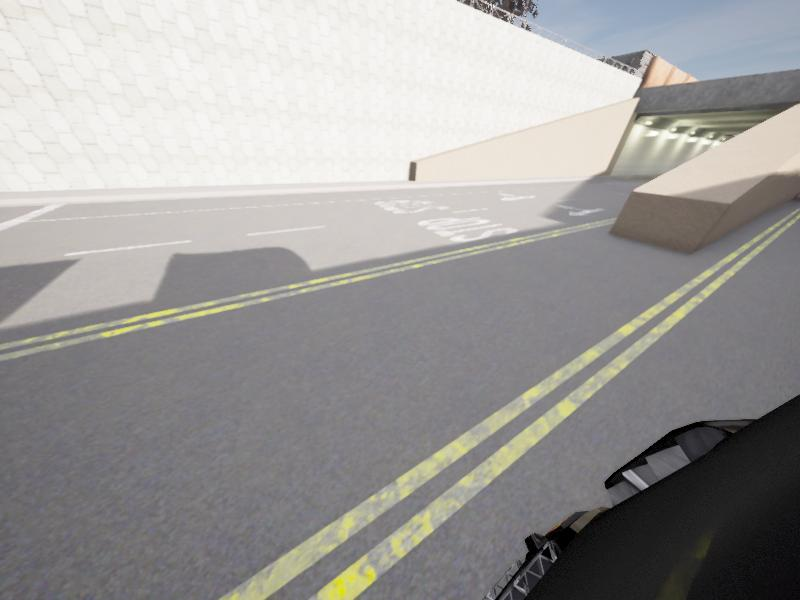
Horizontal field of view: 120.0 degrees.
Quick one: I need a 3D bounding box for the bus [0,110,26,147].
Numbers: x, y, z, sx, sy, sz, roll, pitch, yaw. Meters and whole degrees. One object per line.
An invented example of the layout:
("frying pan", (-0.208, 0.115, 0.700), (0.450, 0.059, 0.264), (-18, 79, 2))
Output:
("bus", (-53.913, -21.274, 28.191), (3.944, 4.253, 10.273), (-16, 37, -26))
